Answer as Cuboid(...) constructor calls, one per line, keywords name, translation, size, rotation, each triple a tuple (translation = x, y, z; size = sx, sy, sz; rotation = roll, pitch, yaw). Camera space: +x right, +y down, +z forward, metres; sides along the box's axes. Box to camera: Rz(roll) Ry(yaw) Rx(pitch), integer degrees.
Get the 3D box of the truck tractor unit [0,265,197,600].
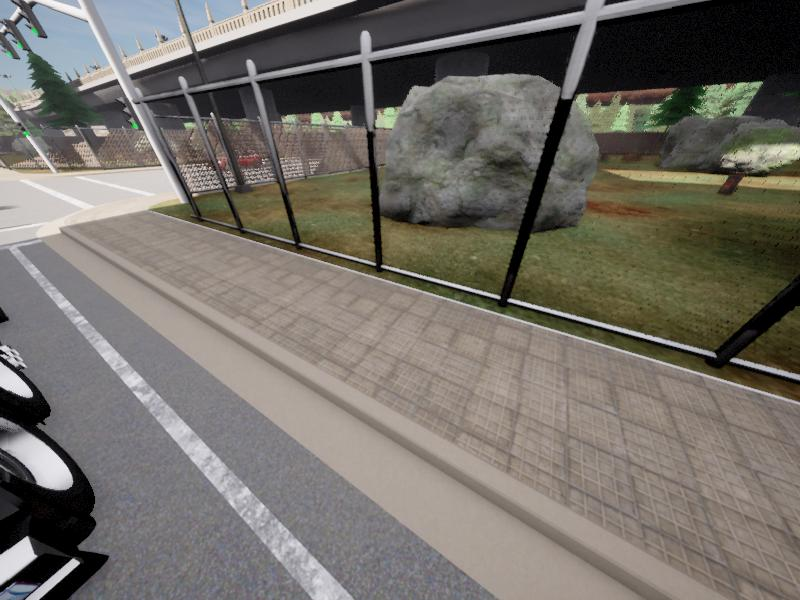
Cuboid(name="truck tractor unit", translation=(-5.111, -0.301, 0.775), size=(6.516, 4.208, 3.053), rotation=(18, 39, 24))
